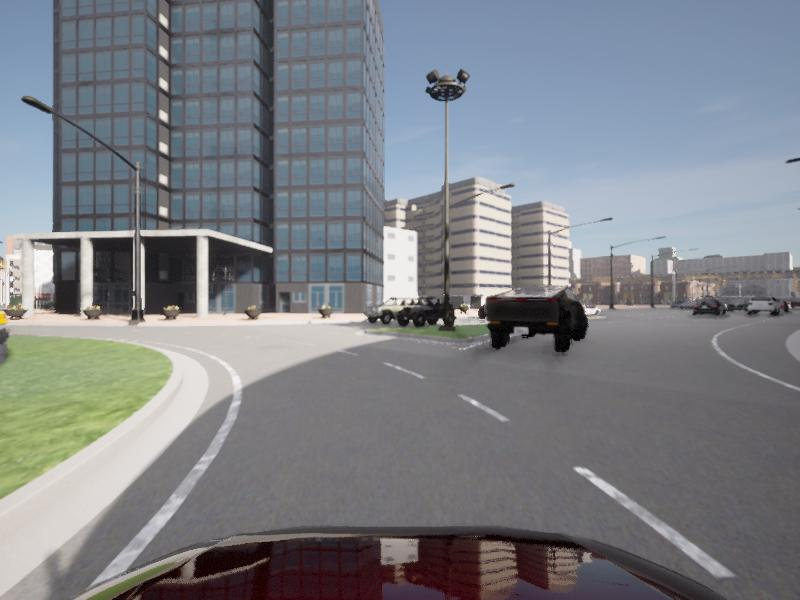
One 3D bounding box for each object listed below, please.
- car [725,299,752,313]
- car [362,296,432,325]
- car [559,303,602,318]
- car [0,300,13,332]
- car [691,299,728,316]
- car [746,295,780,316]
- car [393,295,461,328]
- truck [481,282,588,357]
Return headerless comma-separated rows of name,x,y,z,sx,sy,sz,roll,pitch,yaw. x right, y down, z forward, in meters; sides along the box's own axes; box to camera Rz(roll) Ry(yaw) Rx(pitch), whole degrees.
car,44.795,0.705,52.846,4.553,1.767,2.097,0,0,-42
car,-0.153,0.658,27.667,4.605,1.855,1.932,0,0,-36
car,16.836,0.951,37.214,4.718,1.301,1.895,0,0,-42
car,-22.466,0.806,19.421,5.366,1.575,1.801,0,0,-5
car,32.118,0.763,41.494,4.611,1.667,2.242,0,0,-42
car,39.369,0.574,43.295,5.566,2.045,2.150,0,0,-42
car,1.718,0.651,24.743,3.866,1.878,1.905,0,0,-36
truck,5.112,0.545,14.368,2.390,2.098,6.274,0,0,30
